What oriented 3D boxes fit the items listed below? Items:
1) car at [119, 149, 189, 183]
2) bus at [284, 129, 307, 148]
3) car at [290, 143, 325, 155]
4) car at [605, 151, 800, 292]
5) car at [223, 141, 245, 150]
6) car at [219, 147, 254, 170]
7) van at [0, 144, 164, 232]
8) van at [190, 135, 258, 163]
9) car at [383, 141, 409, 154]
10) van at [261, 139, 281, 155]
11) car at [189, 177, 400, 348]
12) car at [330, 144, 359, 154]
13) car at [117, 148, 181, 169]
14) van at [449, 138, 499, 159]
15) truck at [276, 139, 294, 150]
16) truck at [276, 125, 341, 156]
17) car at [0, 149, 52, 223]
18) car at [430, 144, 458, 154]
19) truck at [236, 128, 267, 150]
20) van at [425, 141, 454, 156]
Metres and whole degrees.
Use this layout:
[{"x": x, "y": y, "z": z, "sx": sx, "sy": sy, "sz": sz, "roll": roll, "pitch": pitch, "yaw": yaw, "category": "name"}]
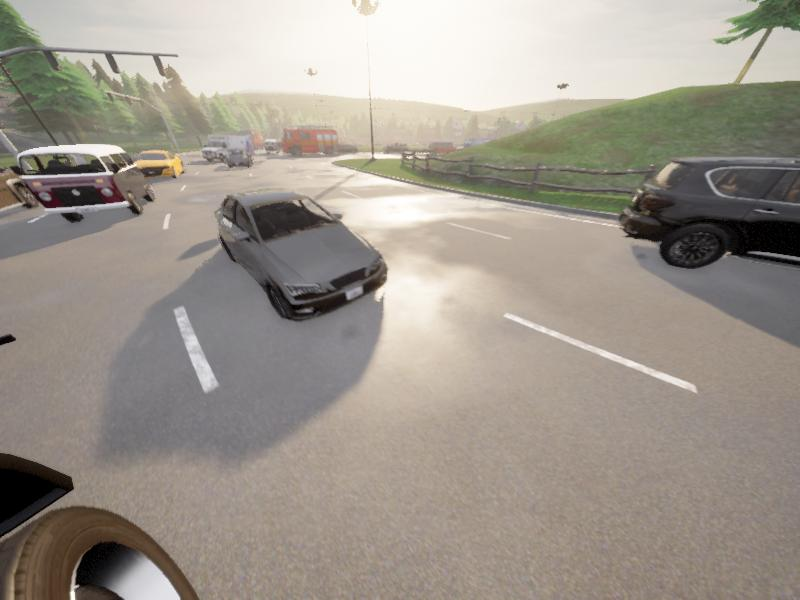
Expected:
[{"x": -16.218, "y": -9.182, "z": 15.590, "sx": 1.882, "sy": 1.535, "sz": 5.008, "roll": -18, "pitch": 39, "yaw": -24, "category": "car"}, {"x": -30.496, "y": -47.485, "z": 67.987, "sx": 3.944, "sy": 4.253, "sz": 10.273, "roll": -7, "pitch": 36, "yaw": -10, "category": "bus"}, {"x": -15.825, "y": -26.133, "z": 39.846, "sx": 5.027, "sy": 1.651, "sz": 2.152, "roll": -20, "pitch": 40, "yaw": -27, "category": "car"}, {"x": 7.967, "y": -1.534, "z": 4.483, "sx": 5.566, "sy": 2.045, "sz": 2.150, "roll": 22, "pitch": 41, "yaw": 27, "category": "car"}, {"x": -36.725, "y": -34.245, "z": 51.216, "sx": 2.152, "sy": 1.651, "sz": 5.027, "roll": -7, "pitch": 36, "yaw": -11, "category": "car"}, {"x": -14.709, "y": -12.949, "z": 21.024, "sx": 1.845, "sy": 1.501, "sz": 3.633, "roll": -14, "pitch": 37, "yaw": -19, "category": "car"}, {"x": -10.447, "y": -4.161, "z": 8.027, "sx": 2.069, "sy": 2.038, "sz": 4.480, "roll": -21, "pitch": 39, "yaw": -27, "category": "van"}, {"x": -20.002, "y": -17.653, "z": 26.919, "sx": 2.351, "sy": 2.431, "sz": 6.366, "roll": 4, "pitch": 35, "yaw": 6, "category": "van"}, {"x": -0.764, "y": -29.208, "z": 44.234, "sx": 4.605, "sy": 1.855, "sz": 1.932, "roll": -7, "pitch": 36, "yaw": -11, "category": "car"}, {"x": -21.648, "y": -25.907, "z": 39.064, "sx": 2.069, "sy": 2.038, "sz": 4.480, "roll": -10, "pitch": 38, "yaw": -15, "category": "van"}, {"x": -2.116, "y": -1.198, "z": 4.370, "sx": 1.816, "sy": 1.474, "sz": 4.193, "roll": -30, "pitch": 45, "yaw": -35, "category": "car"}, {"x": -10.220, "y": -27.737, "z": 42.344, "sx": 4.792, "sy": 1.488, "sz": 2.163, "roll": -9, "pitch": 36, "yaw": -14, "category": "car"}, {"x": -23.062, "y": -13.267, "z": 21.511, "sx": 1.994, "sy": 1.385, "sz": 4.181, "roll": -6, "pitch": 35, "yaw": -9, "category": "car"}, {"x": 10.985, "y": -22.685, "z": 34.543, "sx": 6.366, "sy": 2.431, "sz": 2.351, "roll": -7, "pitch": 36, "yaw": -11, "category": "van"}, {"x": -26.768, "y": -36.378, "z": 53.991, "sx": 2.390, "sy": 2.098, "sz": 6.274, "roll": -7, "pitch": 36, "yaw": -11, "category": "truck"}, {"x": -14.195, "y": -25.178, "z": 36.570, "sx": 8.468, "sy": 3.827, "sz": 2.891, "roll": -19, "pitch": 39, "yaw": -25, "category": "truck"}, {"x": -13.887, "y": -3.376, "z": 6.993, "sx": 1.932, "sy": 1.855, "sz": 4.605, "roll": -21, "pitch": 40, "yaw": -27, "category": "car"}, {"x": 8.745, "y": -30.248, "z": 46.149, "sx": 4.974, "sy": 1.542, "sz": 2.038, "roll": -7, "pitch": 36, "yaw": -11, "category": "car"}, {"x": -33.777, "y": -36.740, "z": 52.909, "sx": 2.891, "sy": 3.827, "sz": 8.468, "roll": -7, "pitch": 36, "yaw": -10, "category": "truck"}, {"x": 6.759, "y": -26.082, "z": 39.748, "sx": 4.442, "sy": 1.987, "sz": 1.775, "roll": -7, "pitch": 36, "yaw": -11, "category": "van"}]
